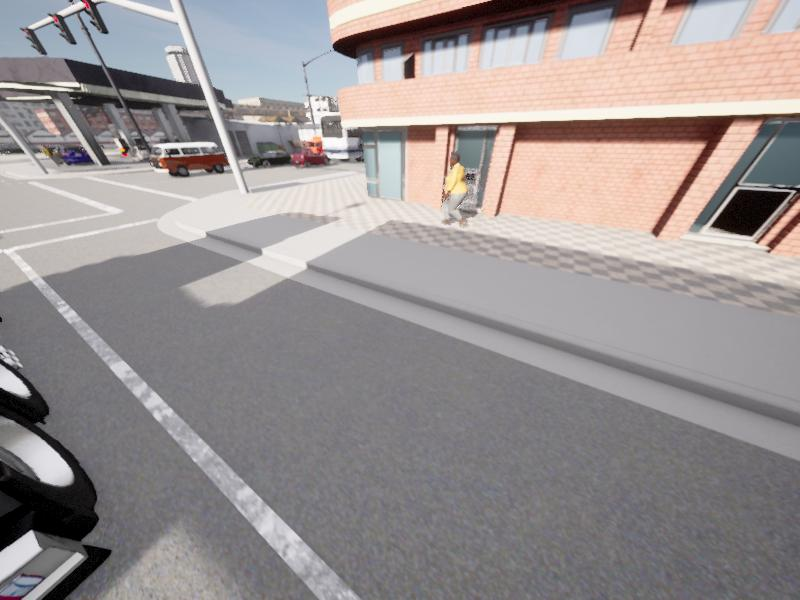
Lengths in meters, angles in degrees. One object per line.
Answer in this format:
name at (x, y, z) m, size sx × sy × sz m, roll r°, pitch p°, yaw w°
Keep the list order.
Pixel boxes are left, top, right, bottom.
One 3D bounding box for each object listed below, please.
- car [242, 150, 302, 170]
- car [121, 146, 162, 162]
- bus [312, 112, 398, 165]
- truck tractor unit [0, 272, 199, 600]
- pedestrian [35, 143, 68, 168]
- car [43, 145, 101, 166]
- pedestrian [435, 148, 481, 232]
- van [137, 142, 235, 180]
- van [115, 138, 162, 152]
car at (-12.164, -13.618, 22.306) m, size 1.895 × 1.301 × 4.718 m, roll 17°, pitch 39°, yaw 23°
car at (-31.865, -18.047, 28.495) m, size 3.806 × 1.475 × 1.970 m, roll 18°, pitch 39°, yaw 24°
bus at (-4.554, -18.864, 27.143) m, size 3.944 × 4.253 × 10.273 m, roll 17°, pitch 39°, yaw 23°
truck tractor unit at (-5.123, -0.290, 0.751) m, size 6.516 × 4.208 × 3.053 m, roll 18°, pitch 39°, yaw 23°
pedestrian at (-30.712, -12.720, 20.367) m, size 0.751 × 1.860 × 0.751 m, roll 22°, pitch 41°, yaw 29°
car at (-34.033, -15.080, 24.011) m, size 4.611 × 1.667 × 2.242 m, roll 18°, pitch 39°, yaw 24°
pedestrian at (1.496, -2.905, 6.134) m, size 0.751 × 1.860 × 0.751 m, roll 18°, pitch 39°, yaw 24°
van at (-15.518, -10.426, 17.143) m, size 2.069 × 2.038 × 4.480 m, roll 17°, pitch 39°, yaw 23°
van at (-58.987, -35.192, 52.332) m, size 2.351 × 2.431 × 6.366 m, roll 18°, pitch 39°, yaw 24°
